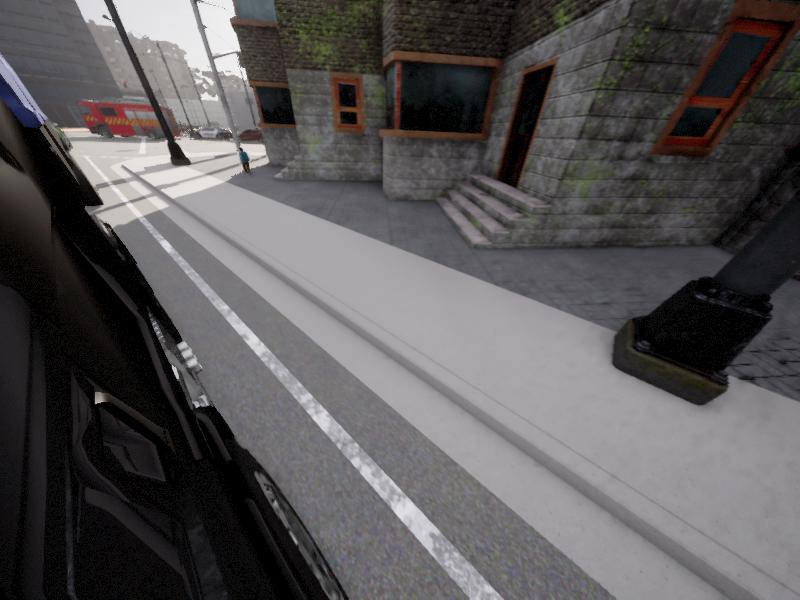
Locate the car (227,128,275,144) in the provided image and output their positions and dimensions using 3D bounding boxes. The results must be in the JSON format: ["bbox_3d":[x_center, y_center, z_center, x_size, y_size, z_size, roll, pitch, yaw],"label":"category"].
[{"bbox_3d":[-19.155,-21.214,29.867,4.674,1.442,1.812,-1,37,-5],"label":"car"}]

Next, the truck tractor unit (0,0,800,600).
[{"bbox_3d":[-2.645,-0.295,0.351,6.516,4.208,3.053,28,44,30],"label":"truck tractor unit"}]

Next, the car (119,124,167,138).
[{"bbox_3d":[-35.366,-23.319,31.870,4.181,1.385,1.994,6,37,4],"label":"car"}]

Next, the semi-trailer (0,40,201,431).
[{"bbox_3d":[-8.701,-3.584,4.253,14.254,4.402,2.717,28,43,30],"label":"semi-trailer"}]

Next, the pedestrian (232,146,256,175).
[{"bbox_3d":[-7.158,-6.418,10.633,0.500,1.100,0.500,-29,47,-36],"label":"pedestrian"}]

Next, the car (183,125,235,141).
[{"bbox_3d":[-26.388,-23.166,32.043,4.974,1.542,2.038,-2,37,-5],"label":"car"}]

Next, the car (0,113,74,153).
[{"bbox_3d":[-25.918,-11.987,16.526,5.566,2.045,2.150,31,45,33],"label":"car"}]

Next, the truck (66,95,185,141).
[{"bbox_3d":[-32.561,-21.852,27.986,8.468,3.827,2.891,-1,37,-5],"label":"truck"}]
